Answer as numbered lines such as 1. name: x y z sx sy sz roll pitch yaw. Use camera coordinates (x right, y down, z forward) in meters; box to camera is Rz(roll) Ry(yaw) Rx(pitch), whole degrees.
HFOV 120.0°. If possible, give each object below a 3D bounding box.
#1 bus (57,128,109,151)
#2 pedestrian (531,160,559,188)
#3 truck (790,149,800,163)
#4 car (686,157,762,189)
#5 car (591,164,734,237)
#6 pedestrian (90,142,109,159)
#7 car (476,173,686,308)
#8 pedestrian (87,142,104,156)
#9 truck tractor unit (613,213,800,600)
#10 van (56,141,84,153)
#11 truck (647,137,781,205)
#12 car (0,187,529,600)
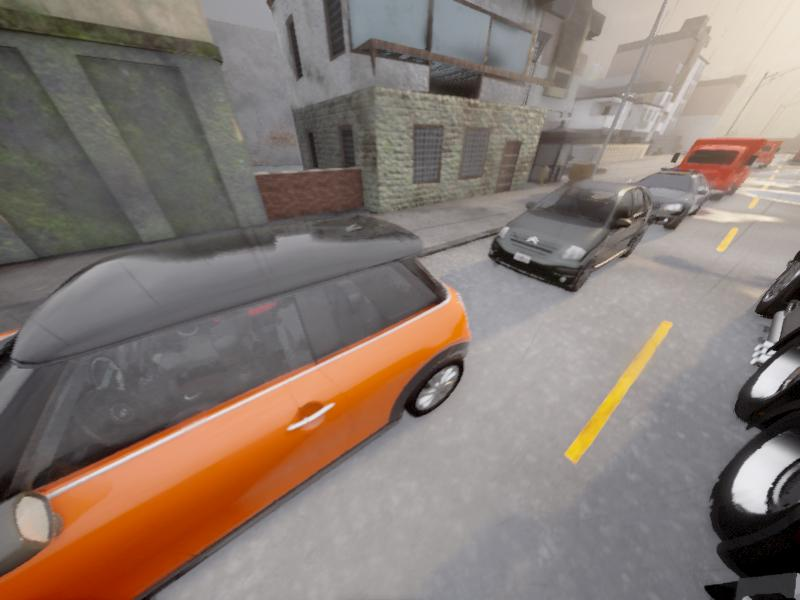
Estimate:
1. bus: -76.440 -38.879 56.120 3.944 4.253 10.273 -22 40 -28
2. pedestrian: 8.163 -7.103 13.014 0.751 1.300 0.751 -23 41 -30
3. truck: 57.817 -21.155 31.681 8.468 3.827 2.891 -22 40 -28
4. car: 21.587 -8.563 15.356 5.357 1.411 2.033 -22 40 -28
5. car: 9.368 -3.771 8.220 4.974 1.542 2.038 -22 40 -28
6. pedestrian: -40.101 -19.940 30.833 0.751 1.860 0.751 -24 42 -31
7. car: 3.848 -1.613 4.993 3.988 1.617 1.851 -22 40 -28
8. pedestrian: -49.049 -24.413 37.230 0.751 1.860 0.751 -25 42 -31
9. truck tractor unit: 5.018 -0.383 0.907 6.516 4.208 3.053 -22 40 -28
10. van: -70.049 -32.639 49.123 1.775 1.987 4.442 -22 40 -28
11. truck: 15.676 -6.661 11.613 5.204 2.467 2.627 -22 40 -28
12. car: -1.530 0.447 1.810 4.553 1.767 2.097 -22 40 -28
